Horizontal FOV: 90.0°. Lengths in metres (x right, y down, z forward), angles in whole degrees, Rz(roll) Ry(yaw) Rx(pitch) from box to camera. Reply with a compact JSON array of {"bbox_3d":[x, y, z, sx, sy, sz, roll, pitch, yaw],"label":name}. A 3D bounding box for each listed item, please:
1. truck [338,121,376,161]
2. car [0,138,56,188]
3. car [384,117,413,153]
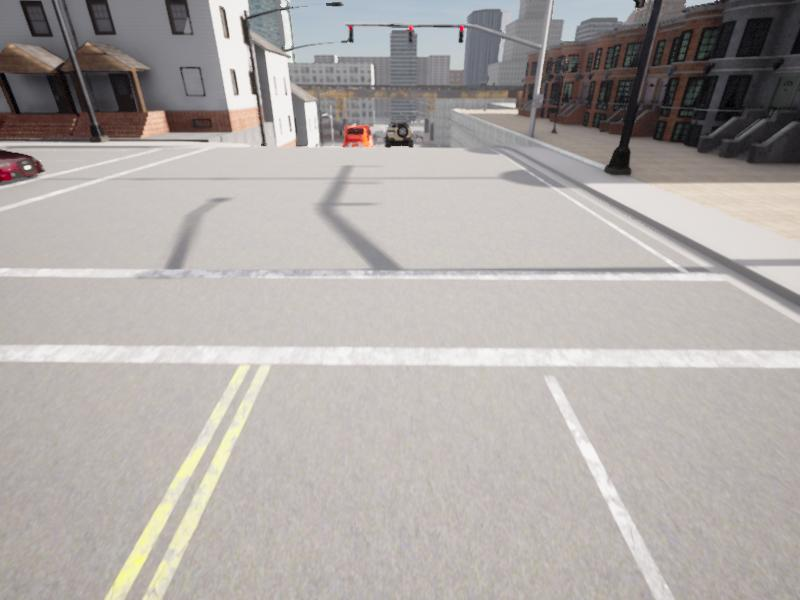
[{"bbox_3d":[-3.572,-13.488,34.224,2.627,2.467,5.204,-1,14,0],"label":"truck"},{"bbox_3d":[-15.343,-4.862,14.148,4.181,1.385,1.994,-2,28,-4],"label":"car"},{"bbox_3d":[-0.039,-11.903,29.194,1.932,1.855,4.605,0,15,1],"label":"car"}]
